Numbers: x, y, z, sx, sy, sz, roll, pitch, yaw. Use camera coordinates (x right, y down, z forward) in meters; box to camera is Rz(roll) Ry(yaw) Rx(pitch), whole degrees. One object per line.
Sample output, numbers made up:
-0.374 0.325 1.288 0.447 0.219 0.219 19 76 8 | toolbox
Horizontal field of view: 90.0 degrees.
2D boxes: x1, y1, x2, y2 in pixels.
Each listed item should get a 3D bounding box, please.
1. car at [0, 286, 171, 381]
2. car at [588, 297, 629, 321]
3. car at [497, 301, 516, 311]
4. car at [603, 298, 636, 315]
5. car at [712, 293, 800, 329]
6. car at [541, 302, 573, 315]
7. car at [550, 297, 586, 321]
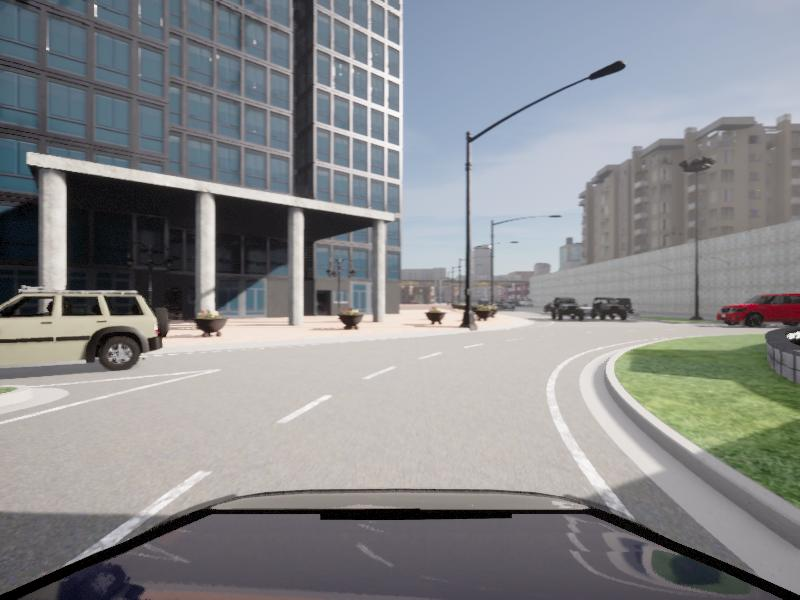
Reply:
-7.786 0.646 8.865 4.605 1.855 1.932 0 0 -33 | car
17.301 0.697 33.359 1.905 1.878 3.866 0 0 9 | car
16.164 0.910 60.694 1.837 1.490 4.892 0 0 3 | car
26.029 0.720 47.586 1.905 1.878 3.866 0 0 2 | car
22.428 0.621 23.950 5.566 2.045 2.150 0 0 8 | car
18.966 0.958 48.594 2.033 1.411 5.357 0 0 3 | car
13.654 0.690 32.736 1.905 1.878 3.866 0 0 9 | car
